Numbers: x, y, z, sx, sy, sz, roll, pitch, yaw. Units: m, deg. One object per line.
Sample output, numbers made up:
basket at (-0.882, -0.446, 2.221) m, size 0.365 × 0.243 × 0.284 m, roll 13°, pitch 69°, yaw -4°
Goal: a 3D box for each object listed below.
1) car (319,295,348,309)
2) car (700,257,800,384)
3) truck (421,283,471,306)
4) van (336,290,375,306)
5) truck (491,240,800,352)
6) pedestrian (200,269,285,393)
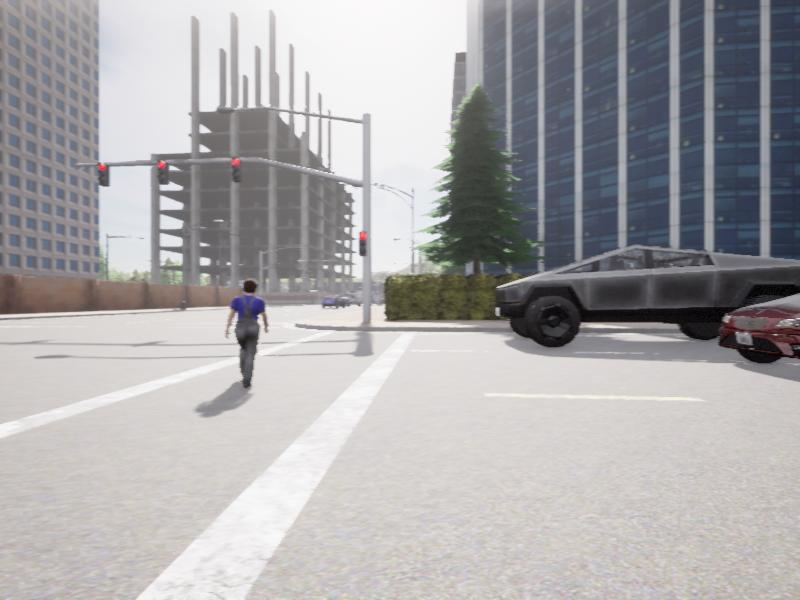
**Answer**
car at (-7.640, 0.225, 46.372) m, size 2.007 × 1.525 × 4.514 m, roll 0°, pitch 0°, yaw 7°
car at (6.814, 0.239, 5.312) m, size 4.193 × 1.474 × 1.816 m, roll 0°, pitch 0°, yaw 6°
truck at (7.916, -0.978, 69.009) m, size 8.468 × 3.827 × 2.891 m, roll 0°, pitch 0°, yaw 5°
van at (-6.945, -0.251, 63.329) m, size 2.351 × 2.431 × 6.366 m, roll 0°, pitch 0°, yaw 40°
truck at (5.376, -0.077, 8.974) m, size 6.274 × 2.098 × 2.390 m, roll 0°, pitch 0°, yaw 6°
pedestrian at (-1.766, 0.321, 4.597) m, size 0.751 × 1.300 × 0.751 m, roll 0°, pitch 0°, yaw -9°
